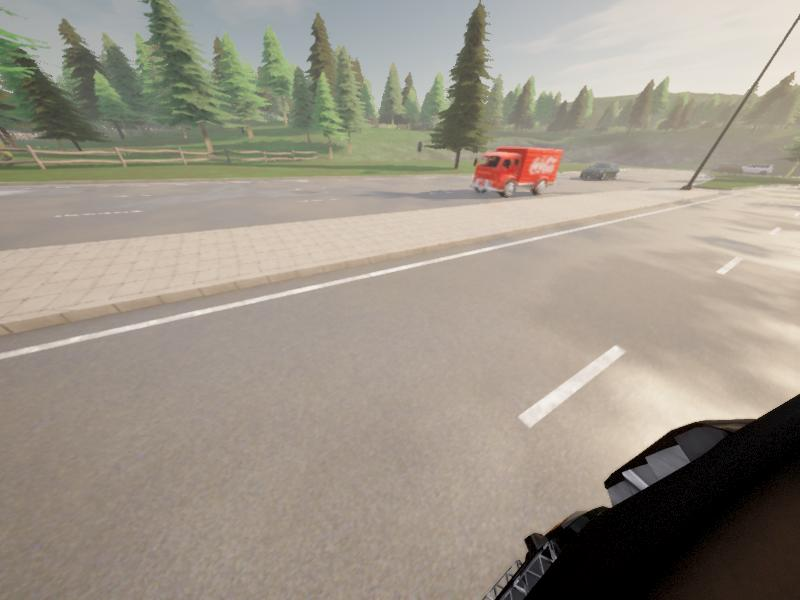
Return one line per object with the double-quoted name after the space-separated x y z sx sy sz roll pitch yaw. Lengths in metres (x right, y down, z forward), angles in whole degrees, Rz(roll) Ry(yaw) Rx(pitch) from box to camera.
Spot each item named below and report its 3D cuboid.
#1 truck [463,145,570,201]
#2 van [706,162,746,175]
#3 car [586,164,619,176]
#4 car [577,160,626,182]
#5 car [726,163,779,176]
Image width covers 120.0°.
6.848 -7.652 13.797 5.204 2.467 2.627 -16 38 -26 "truck"
69.086 -27.919 49.040 4.442 1.987 1.775 7 34 6 "van"
28.225 -18.129 32.158 4.718 1.301 1.895 -20 39 -30 "car"
21.801 -13.988 25.001 4.553 1.767 2.097 -17 38 -27 "car"
75.890 -28.218 49.888 5.566 2.045 2.150 22 38 27 "car"
